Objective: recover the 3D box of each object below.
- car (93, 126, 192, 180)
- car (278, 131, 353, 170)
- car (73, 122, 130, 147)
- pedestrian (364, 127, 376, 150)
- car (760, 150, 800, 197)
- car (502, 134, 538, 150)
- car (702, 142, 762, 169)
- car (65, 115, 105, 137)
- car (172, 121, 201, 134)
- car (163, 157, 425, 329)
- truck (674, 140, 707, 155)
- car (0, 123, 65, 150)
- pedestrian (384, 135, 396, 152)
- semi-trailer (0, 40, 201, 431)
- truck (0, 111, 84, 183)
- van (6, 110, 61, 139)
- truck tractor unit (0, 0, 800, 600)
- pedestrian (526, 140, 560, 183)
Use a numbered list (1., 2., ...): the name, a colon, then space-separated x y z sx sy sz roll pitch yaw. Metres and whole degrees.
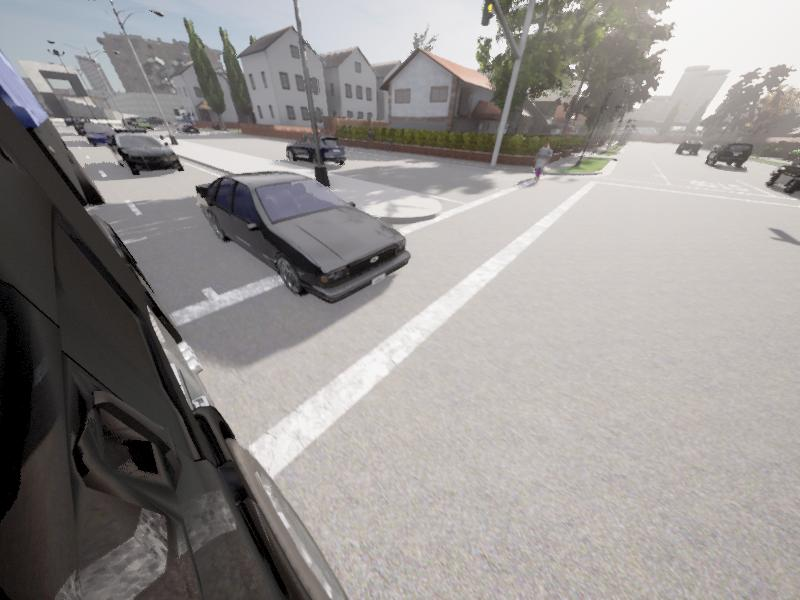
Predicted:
1. car: -12.517 -7.265 11.194 5.238 1.638 1.930 28 44 29
2. car: -5.495 -9.786 14.974 4.856 1.649 2.033 28 44 30
3. car: -25.391 -14.094 19.645 4.792 1.488 2.163 28 44 30
4. pedestrian: -2.998 -16.156 23.111 0.751 1.860 0.751 30 45 32
5. car: 22.630 -6.821 12.497 1.932 1.855 4.605 28 44 30
6. car: 16.468 -21.762 31.770 3.806 1.475 1.970 28 44 30
7. car: 35.180 -15.558 24.724 2.150 2.045 5.566 28 44 30
8. car: -36.589 -20.258 26.838 3.866 1.878 1.905 28 44 30
9. car: -35.034 -28.314 37.953 4.974 1.542 2.038 28 44 30
10. car: -2.344 -1.715 4.620 5.357 1.411 2.033 28 44 30
11. truck: 53.172 -28.105 42.431 2.390 2.098 6.274 28 44 30
12. car: -26.853 -12.080 16.973 4.181 1.385 1.994 28 44 30
13. pedestrian: -0.965 -14.916 22.049 0.751 1.300 0.751 29 44 30
14. semi-trailer: -8.680 -3.615 4.249 14.254 4.402 2.717 28 44 30
15. truck: -16.525 -6.822 9.985 6.274 2.098 2.390 28 44 30
16. van: -36.638 -17.592 23.154 4.480 2.038 2.069 28 44 29
17. truck tractor unit: -2.645 -0.295 0.351 6.516 4.208 3.053 28 44 30
18. pedestrian: 7.624 -7.428 12.385 0.751 1.860 0.751 32 46 33
